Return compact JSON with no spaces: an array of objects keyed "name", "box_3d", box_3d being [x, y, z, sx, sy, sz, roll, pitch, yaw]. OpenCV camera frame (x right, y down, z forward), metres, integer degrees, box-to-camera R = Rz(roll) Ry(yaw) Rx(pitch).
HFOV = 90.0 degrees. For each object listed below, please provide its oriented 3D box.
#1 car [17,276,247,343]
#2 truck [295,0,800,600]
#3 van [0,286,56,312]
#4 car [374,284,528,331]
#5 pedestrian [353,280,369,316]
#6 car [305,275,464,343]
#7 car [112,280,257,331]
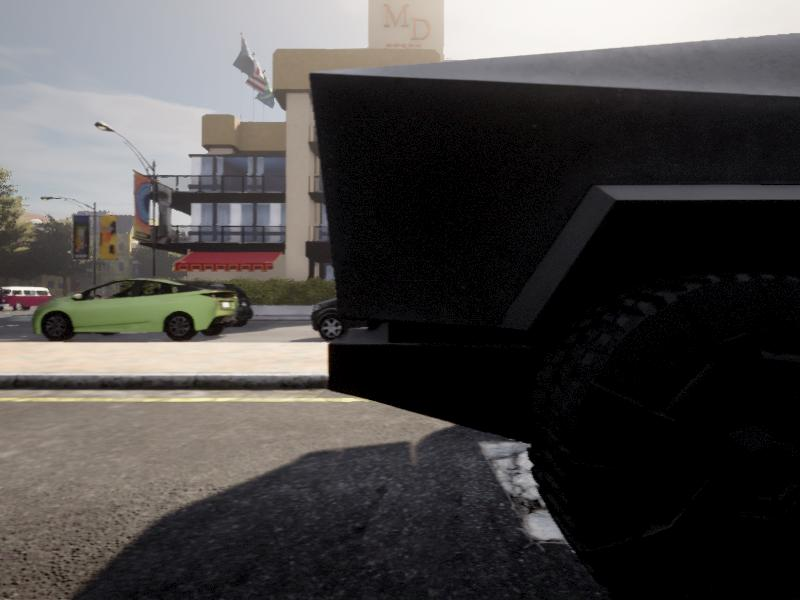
[{"name":"car","box_3d":[-6.542,0.215,10.187,4.514,1.525,2.007,0,0,0]},{"name":"truck","box_3d":[2.872,-0.053,2.202,6.274,2.098,2.390,0,0,0]},{"name":"van","box_3d":[-32.474,-0.087,34.349,2.069,2.038,4.480,0,0,0]},{"name":"car","box_3d":[1.626,0.246,13.700,4.892,1.490,1.837,0,0,0]},{"name":"pedestrian","box_3d":[-2.022,-0.120,20.910,0.751,1.860,0.751,0,0,1]},{"name":"car","box_3d":[-0.363,0.209,10.199,3.705,1.549,1.789,0,0,0]},{"name":"car","box_3d":[-7.212,0.174,13.696,3.988,1.617,1.851,0,0,0]}]
